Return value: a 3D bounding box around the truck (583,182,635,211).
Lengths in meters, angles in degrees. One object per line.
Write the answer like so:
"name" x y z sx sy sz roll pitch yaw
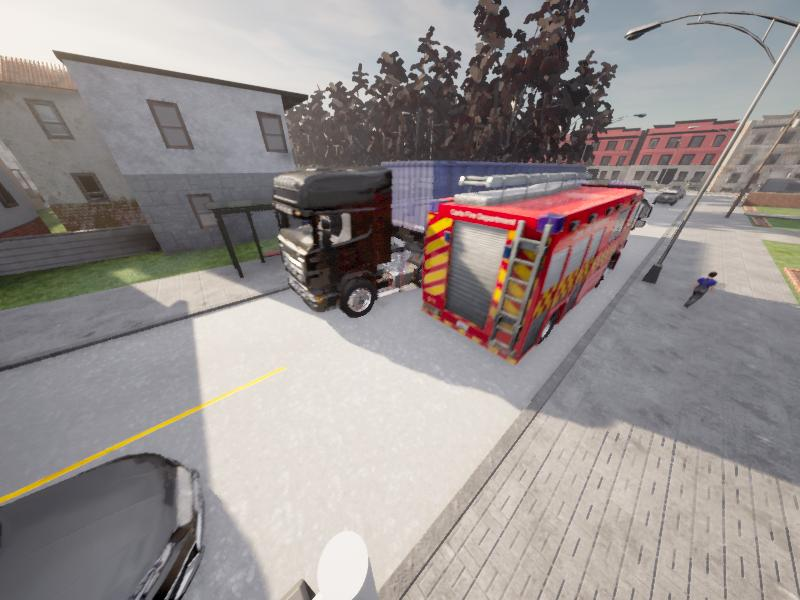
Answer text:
"truck" 23.164 -11.588 25.608 5.204 2.467 2.627 -23 37 -34

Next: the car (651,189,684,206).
"car" 33.180 -12.744 28.603 3.806 1.475 1.970 -23 37 -34

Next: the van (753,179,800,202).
"van" 52.593 -14.504 30.589 1.988 2.561 5.915 -21 36 -32

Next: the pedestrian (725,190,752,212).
"pedestrian" 33.258 -9.720 22.724 0.751 1.860 0.751 -24 37 -35

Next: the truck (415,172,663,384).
"truck" 4.629 -1.790 7.280 8.468 3.827 2.891 -23 37 -34

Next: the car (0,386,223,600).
"car" -4.362 2.978 1.338 4.902 1.511 2.128 -23 37 -34

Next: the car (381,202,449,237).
"car" 0.921 -6.043 16.962 2.128 1.511 4.902 -21 36 -32

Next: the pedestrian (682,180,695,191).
"pedestrian" 52.107 -20.712 41.764 0.751 1.860 0.751 22 37 33

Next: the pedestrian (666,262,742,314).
"pedestrian" 9.240 -0.366 7.082 0.751 1.300 0.751 -10 32 -17

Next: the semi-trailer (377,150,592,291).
"semi-trailer" 5.533 -5.040 12.316 14.254 4.402 2.717 -23 37 -34

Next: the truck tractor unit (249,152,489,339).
"truck tractor unit" -0.527 -2.412 7.956 6.516 4.208 3.053 -22 37 -34
